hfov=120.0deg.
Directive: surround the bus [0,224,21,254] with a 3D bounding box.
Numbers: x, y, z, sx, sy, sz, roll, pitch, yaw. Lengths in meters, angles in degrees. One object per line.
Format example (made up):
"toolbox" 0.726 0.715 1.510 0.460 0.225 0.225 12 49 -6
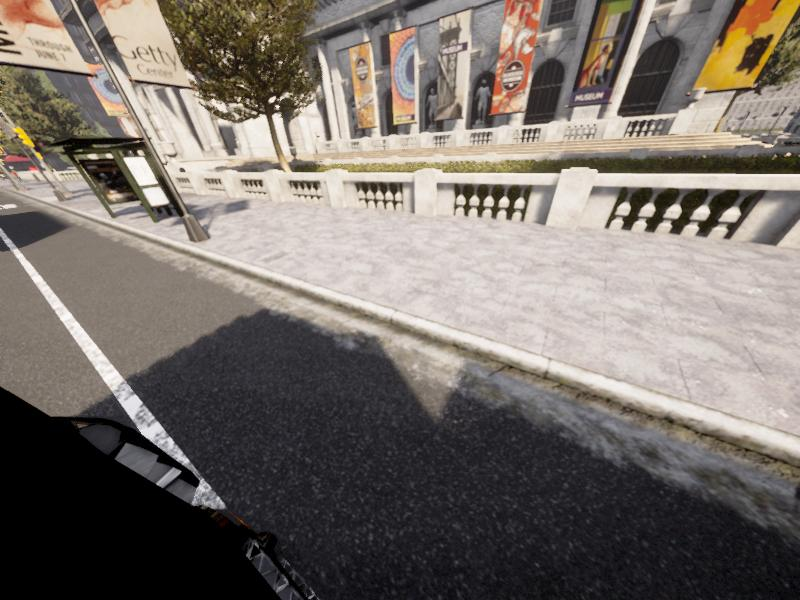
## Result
"bus" -17.472 -3.624 7.043 10.273 4.253 3.944 16 38 27
